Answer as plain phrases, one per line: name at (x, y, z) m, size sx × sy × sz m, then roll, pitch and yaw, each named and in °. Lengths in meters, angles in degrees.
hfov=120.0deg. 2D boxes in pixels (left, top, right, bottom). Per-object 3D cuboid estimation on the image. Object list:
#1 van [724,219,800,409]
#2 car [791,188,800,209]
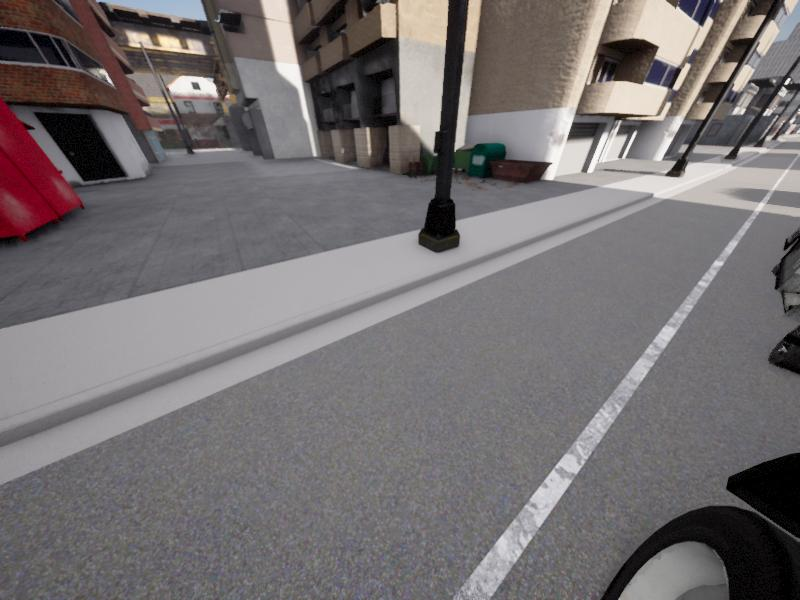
van at (7.051, -0.597, 2.678) m, size 6.366 × 2.431 × 2.351 m, roll -21°, pitch 40°, yaw -28°
car at (17.582, -4.433, 8.812) m, size 4.902 × 1.511 × 2.128 m, roll -22°, pitch 40°, yaw -27°
